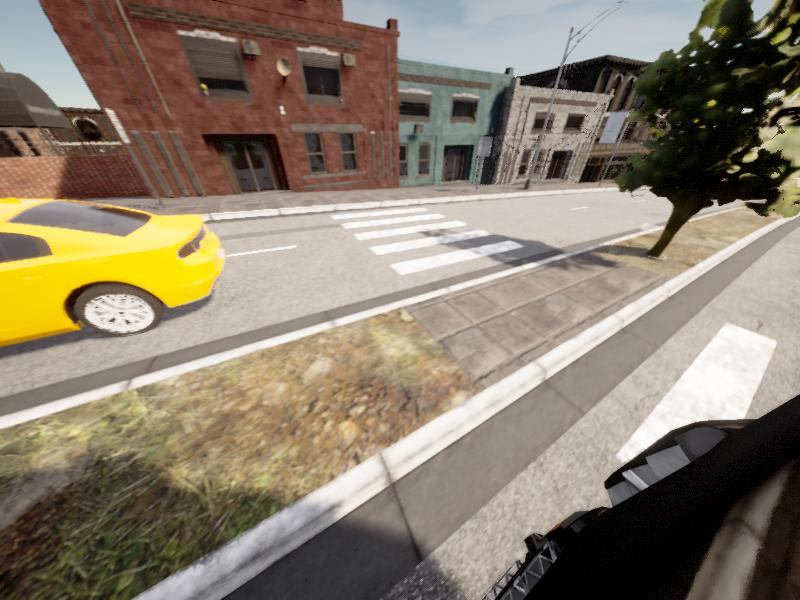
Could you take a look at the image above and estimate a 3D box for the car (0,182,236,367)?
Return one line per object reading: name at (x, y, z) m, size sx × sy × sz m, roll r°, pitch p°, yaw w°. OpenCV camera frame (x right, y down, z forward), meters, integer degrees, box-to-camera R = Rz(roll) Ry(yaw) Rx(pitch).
car at (-5.077, -0.292, 2.622) m, size 5.008 × 1.535 × 1.882 m, roll -16°, pitch 38°, yaw -26°
